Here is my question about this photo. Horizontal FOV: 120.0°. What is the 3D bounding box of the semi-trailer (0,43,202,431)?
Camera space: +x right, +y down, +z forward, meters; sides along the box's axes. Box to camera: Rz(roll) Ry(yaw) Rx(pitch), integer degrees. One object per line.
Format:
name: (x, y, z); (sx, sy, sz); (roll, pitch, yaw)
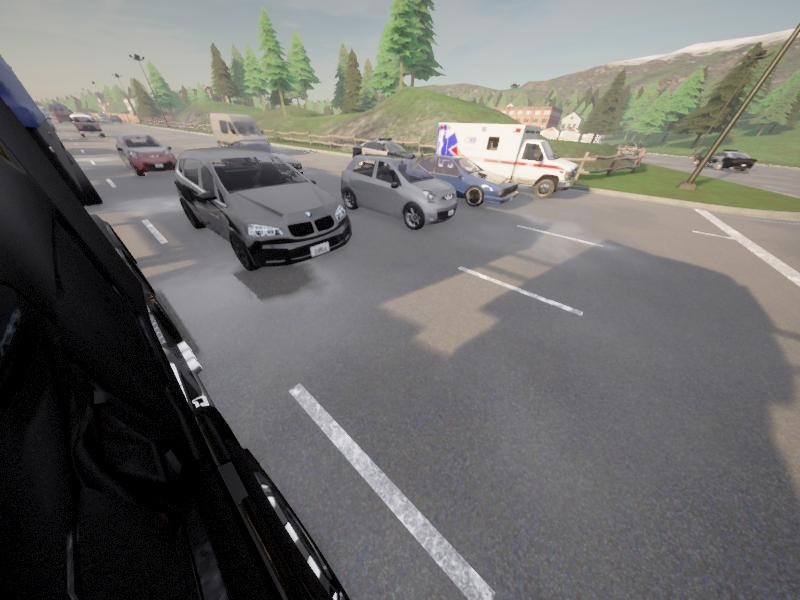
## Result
semi-trailer: (-8.702, -3.600, 4.227); (14.254, 4.402, 2.717); (28, 44, 30)

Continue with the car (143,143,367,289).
car: (-3.186, -2.282, 5.100); (4.611, 1.667, 2.242); (28, 44, 30)

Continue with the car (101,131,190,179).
car: (-11.951, -6.903, 10.867); (3.633, 1.501, 1.845); (28, 44, 30)

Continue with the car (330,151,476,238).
car: (-0.043, -3.283, 6.751); (3.633, 1.501, 1.845); (28, 44, 30)

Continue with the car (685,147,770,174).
car: (31.310, -13.654, 22.459); (1.930, 1.638, 5.238); (11, 38, 10)

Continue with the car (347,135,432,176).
car: (-0.796, -9.209, 14.546); (5.238, 1.638, 1.930); (28, 44, 30)

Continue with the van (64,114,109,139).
van: (-34.749, -19.282, 25.624); (4.480, 2.038, 2.069); (28, 44, 30)

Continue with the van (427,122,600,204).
van: (4.691, -6.601, 10.731); (6.366, 2.431, 2.351); (28, 44, 30)

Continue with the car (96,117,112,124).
car: (-82.835, -50.172, 64.586); (3.806, 1.475, 1.970); (28, 44, 30)

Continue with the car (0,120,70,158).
car: (-23.310, -10.269, 14.604); (5.027, 1.651, 2.152); (28, 44, 30)

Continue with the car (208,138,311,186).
car: (-6.951, -6.916, 11.306); (5.357, 1.411, 2.033); (28, 44, 30)

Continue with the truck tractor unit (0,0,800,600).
truck tractor unit: (-2.645, -0.295, 0.351); (6.516, 4.208, 3.053); (28, 44, 30)

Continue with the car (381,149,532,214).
car: (1.881, -4.937, 9.196); (5.357, 1.411, 2.033); (28, 44, 30)

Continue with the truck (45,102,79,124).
truck: (-81.254, -44.847, 55.512); (8.468, 3.827, 2.891); (28, 44, 30)

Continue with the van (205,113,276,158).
van: (-12.643, -13.112, 18.294); (5.915, 2.561, 1.988); (27, 43, 29)

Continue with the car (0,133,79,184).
car: (-15.654, -6.058, 9.673); (4.181, 1.385, 1.994); (28, 43, 30)

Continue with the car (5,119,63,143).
car: (-32.688, -15.216, 20.773); (4.792, 1.488, 2.163); (28, 44, 30)

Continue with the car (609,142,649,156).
car: (35.654, -23.638, 36.121); (1.851, 1.617, 3.988); (-4, 37, -9)
